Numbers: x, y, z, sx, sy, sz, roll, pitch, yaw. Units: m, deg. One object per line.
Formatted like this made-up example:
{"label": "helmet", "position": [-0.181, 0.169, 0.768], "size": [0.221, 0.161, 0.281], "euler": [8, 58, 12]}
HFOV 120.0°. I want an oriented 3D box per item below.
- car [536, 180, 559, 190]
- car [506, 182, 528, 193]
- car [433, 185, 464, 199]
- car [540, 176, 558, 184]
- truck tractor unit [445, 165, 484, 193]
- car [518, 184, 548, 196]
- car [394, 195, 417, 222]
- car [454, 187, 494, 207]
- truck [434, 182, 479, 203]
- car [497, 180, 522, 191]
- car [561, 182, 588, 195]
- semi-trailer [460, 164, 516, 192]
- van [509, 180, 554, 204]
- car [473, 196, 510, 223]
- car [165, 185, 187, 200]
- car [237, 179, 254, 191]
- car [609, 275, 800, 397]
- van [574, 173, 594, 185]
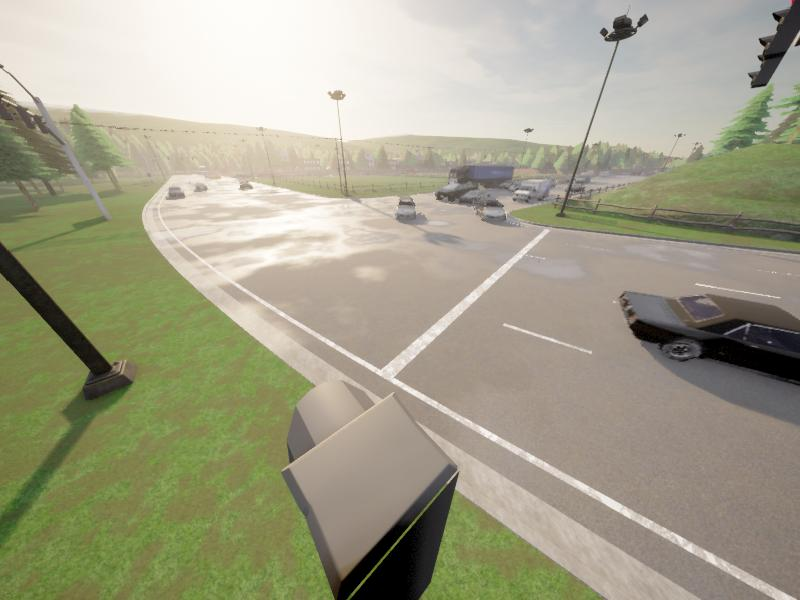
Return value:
{"label": "car", "position": [30.742, -24.010, 48.196], "size": [5.357, 1.411, 2.033], "euler": [-23, 37, -34]}
{"label": "car", "position": [20.745, -19.868, 40.890], "size": [3.633, 1.501, 1.845], "euler": [-23, 37, -34]}
{"label": "car", "position": [7.410, -16.539, 35.155], "size": [4.892, 1.490, 1.837], "euler": [-23, 37, -34]}
{"label": "car", "position": [41.004, -32.987, 63.518], "size": [5.027, 1.651, 2.152], "euler": [-23, 37, -34]}
{"label": "truck tractor unit", "position": [11.622, -21.774, 41.489], "size": [6.516, 4.208, 3.053], "euler": [-23, 37, -34]}
{"label": "car", "position": [21.805, -17.970, 37.735], "size": [5.357, 1.411, 2.033], "euler": [-23, 37, -34]}
{"label": "car", "position": [0.472, -8.320, 20.809], "size": [1.851, 1.617, 3.988], "euler": [1, 30, 1]}
{"label": "car", "position": [9.164, -12.722, 28.401], "size": [5.238, 1.638, 1.930], "euler": [-24, 38, -34]}
{"label": "truck", "position": [7.710, -14.605, 31.203], "size": [6.274, 2.098, 2.390], "euler": [-24, 37, -35]}
{"label": "car", "position": [21.440, -22.506, 45.319], "size": [4.611, 1.667, 2.242], "euler": [-23, 37, -34]}
{"label": "car", "position": [30.169, -19.303, 39.799], "size": [5.238, 1.638, 1.930], "euler": [-23, 37, -33]}
{"label": "semi-trailer", "position": [17.684, -24.410, 45.856], "size": [14.254, 4.402, 2.717], "euler": [-23, 37, -34]}
{"label": "van", "position": [17.239, -14.215, 30.199], "size": [6.366, 2.431, 2.351], "euler": [-23, 37, -34]}
{"label": "car", "position": [7.858, -7.968, 20.200], "size": [1.851, 1.617, 3.988], "euler": [2, 30, 4]}
{"label": "car", "position": [-32.963, -15.885, 34.025], "size": [1.837, 1.490, 4.892], "euler": [-22, 37, -33]}
{"label": "car", "position": [-30.674, -22.935, 45.838], "size": [1.905, 1.878, 3.866], "euler": [-22, 37, -33]}
{"label": "car", "position": [8.145, 0.856, 5.228], "size": [4.718, 1.301, 1.895], "euler": [17, 34, 27]}
{"label": "van", "position": [48.228, -31.850, 60.634], "size": [5.915, 2.561, 1.988], "euler": [-23, 37, -34]}
